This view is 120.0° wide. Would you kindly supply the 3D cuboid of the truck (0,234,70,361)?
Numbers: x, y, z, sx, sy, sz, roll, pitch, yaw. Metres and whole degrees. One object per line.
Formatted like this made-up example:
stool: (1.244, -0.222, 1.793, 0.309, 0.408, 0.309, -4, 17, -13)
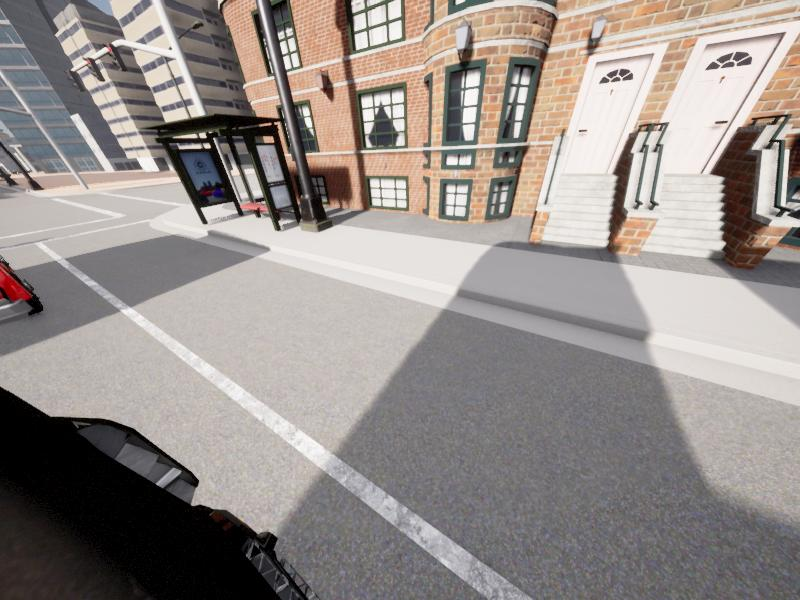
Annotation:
truck: (-8.118, -0.566, 3.213, 5.204, 2.467, 2.627, 18, 39, 27)
